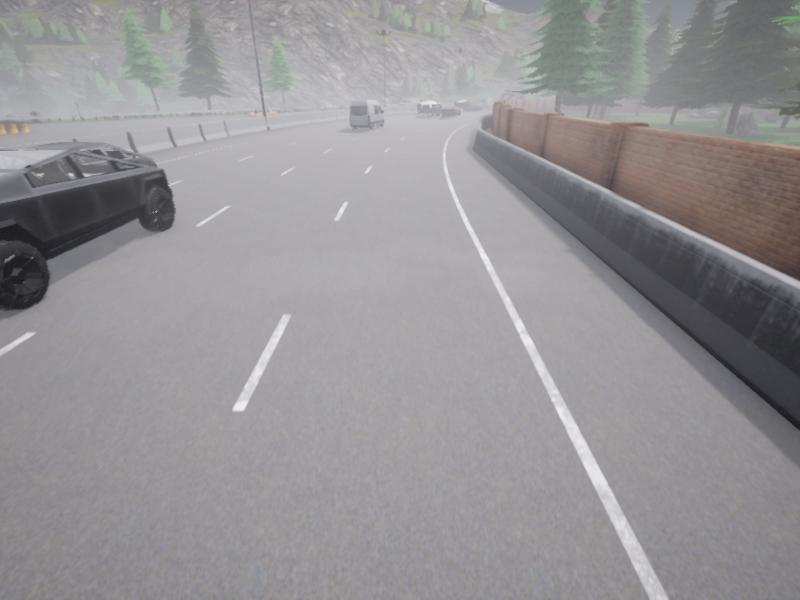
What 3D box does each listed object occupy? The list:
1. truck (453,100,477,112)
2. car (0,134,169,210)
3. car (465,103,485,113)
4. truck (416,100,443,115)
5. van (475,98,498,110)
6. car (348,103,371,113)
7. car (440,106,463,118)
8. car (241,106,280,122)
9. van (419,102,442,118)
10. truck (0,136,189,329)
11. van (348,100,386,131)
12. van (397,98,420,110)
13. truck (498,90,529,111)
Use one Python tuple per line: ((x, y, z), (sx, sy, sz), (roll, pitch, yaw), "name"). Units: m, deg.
((13.452, -40.354, 82.986), (2.390, 2.098, 6.274), (17, 31, 29), "truck")
((-10.323, -4.447, 13.412), (2.242, 1.667, 4.611), (1, 27, 2), "car")
((14.850, -38.060, 79.249), (2.128, 1.511, 4.902), (15, 31, 27), "car")
((5.112, -33.526, 69.647), (2.390, 2.098, 6.274), (13, 30, 23), "truck")
((19.618, -44.625, 90.971), (2.351, 2.431, 6.366), (19, 33, 32), "van")
((-7.510, -36.084, 75.184), (1.882, 1.535, 5.008), (13, 30, 23), "car")
((7.725, -28.134, 59.779), (1.882, 1.535, 5.008), (11, 29, 20), "car")
((-17.784, -23.866, 51.294), (1.801, 1.575, 5.366), (8, 28, 14), "car")
((4.666, -29.129, 61.150), (2.069, 2.038, 4.480), (11, 29, 21), "van")
((-6.968, -1.709, 7.630), (2.390, 2.098, 6.274), (0, 27, 0), "truck")
((-3.116, -18.264, 39.405), (1.988, 2.561, 5.915), (6, 28, 12), "van")
((1.943, -44.186, 90.024), (2.351, 2.431, 6.366), (15, 31, 27), "van")
((24.508, -42.868, 86.047), (2.891, 3.827, 8.468), (19, 33, 32), "truck")
